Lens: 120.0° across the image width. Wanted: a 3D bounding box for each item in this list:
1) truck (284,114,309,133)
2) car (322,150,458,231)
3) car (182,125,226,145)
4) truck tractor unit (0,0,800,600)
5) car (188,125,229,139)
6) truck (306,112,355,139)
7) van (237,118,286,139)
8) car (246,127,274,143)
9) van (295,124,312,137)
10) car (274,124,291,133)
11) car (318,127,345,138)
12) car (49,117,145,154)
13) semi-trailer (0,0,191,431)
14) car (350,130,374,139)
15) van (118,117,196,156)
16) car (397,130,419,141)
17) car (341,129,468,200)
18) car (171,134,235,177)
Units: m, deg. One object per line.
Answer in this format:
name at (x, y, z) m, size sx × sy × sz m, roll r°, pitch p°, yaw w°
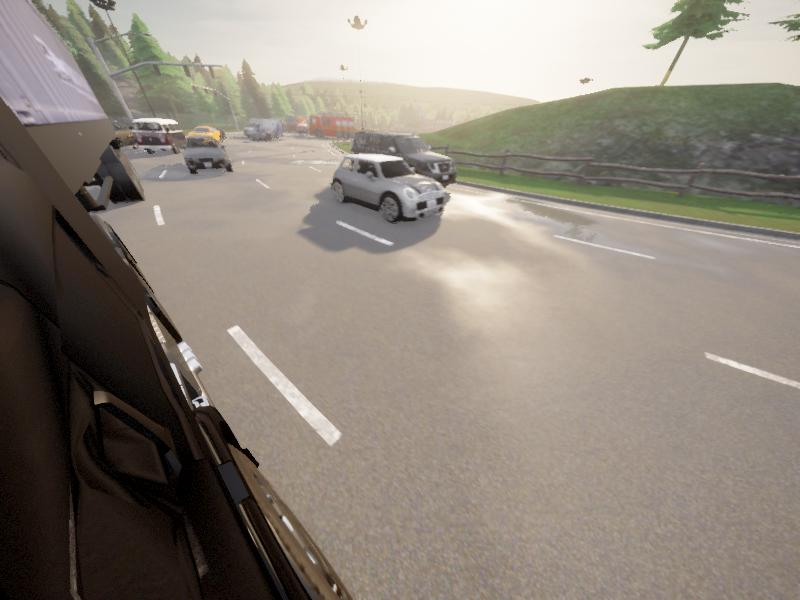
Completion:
truck at (-28.131, -48.232, 63.335) m, size 2.891 × 3.827 × 8.468 m, roll 2°, pitch 37°, yaw -1°
car at (-0.459, -3.668, 7.316) m, size 3.806 × 1.475 × 1.970 m, roll 31°, pitch 45°, yaw 33°
car at (-20.858, -17.778, 24.862) m, size 1.882 × 1.535 × 5.008 m, roll -9°, pitch 38°, yaw -15°
truck tractor unit at (-2.645, -0.295, 0.351) m, size 6.516 × 4.208 × 3.053 m, roll 28°, pitch 44°, yaw 30°
car at (-26.018, -22.941, 31.593) m, size 1.994 × 1.385 × 4.181 m, roll 3°, pitch 37°, yaw 0°
truck at (-13.256, -33.594, 44.667) m, size 8.468 × 3.827 × 2.891 m, roll -10°, pitch 38°, yaw -16°
van at (-21.540, -26.893, 36.303) m, size 2.351 × 2.431 × 6.366 m, roll 14°, pitch 38°, yaw 14°
car at (-17.982, -21.354, 29.856) m, size 1.845 × 1.501 × 3.633 m, roll -5°, pitch 37°, yaw -10°
van at (-20.039, -35.482, 48.233) m, size 2.069 × 2.038 × 4.480 m, roll -2°, pitch 38°, yaw -6°
car at (-31.642, -46.188, 62.206) m, size 2.152 × 1.651 × 5.027 m, roll 1°, pitch 37°, yaw -2°
car at (-14.196, -34.833, 48.113) m, size 5.027 × 1.651 × 2.152 m, roll -11°, pitch 39°, yaw -18°
car at (-20.777, -11.558, 16.240) m, size 1.932 × 1.855 × 4.605 m, roll -12°, pitch 39°, yaw -18°
semi-trailer at (-8.180, -3.916, 4.676) m, size 2.717 × 4.402 × 14.254 m, roll -28°, pitch 46°, yaw -34°
car at (-8.096, -35.607, 49.668) m, size 4.792 × 1.488 × 2.163 m, roll -1°, pitch 37°, yaw -5°
van at (-17.141, -11.828, 16.709) m, size 2.069 × 2.038 × 4.480 m, roll -12°, pitch 38°, yaw -18°
car at (1.651, -35.656, 50.043) m, size 4.605 × 1.855 × 1.932 m, roll 2°, pitch 37°, yaw -2°
car at (-0.094, -6.389, 10.513) m, size 2.150 × 2.045 × 5.566 m, roll -29°, pitch 47°, yaw -34°
car at (-10.010, -7.583, 11.945) m, size 1.816 × 1.474 × 4.193 m, roll -20°, pitch 42°, yaw -27°
